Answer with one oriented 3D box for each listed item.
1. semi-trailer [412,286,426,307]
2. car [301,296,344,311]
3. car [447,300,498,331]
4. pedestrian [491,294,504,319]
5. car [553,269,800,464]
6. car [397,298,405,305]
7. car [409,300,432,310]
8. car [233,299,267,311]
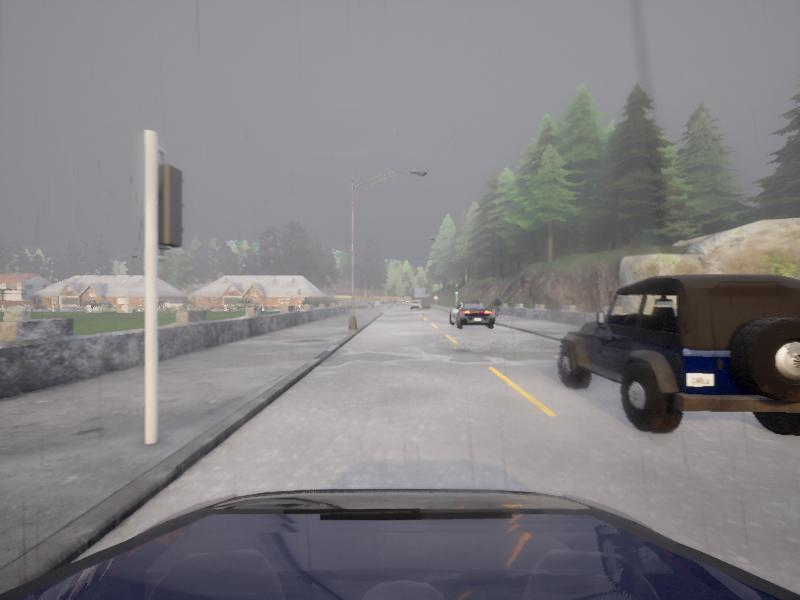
[{"bbox_3d":[4.242,-0.743,91.979,2.717,4.402,14.254,0,0,0],"label":"semi-trailer"},{"bbox_3d":[-10.612,0.495,55.110,5.566,2.045,2.150,0,0,0],"label":"car"},{"bbox_3d":[4.054,0.801,23.238,2.038,1.542,4.974,0,1,0],"label":"car"},{"bbox_3d":[7.514,0.491,30.922,0.751,1.860,0.751,0,0,-6],"label":"pedestrian"},{"bbox_3d":[3.827,0.637,5.777,1.905,1.878,3.866,0,0,3],"label":"car"},{"bbox_3d":[0.309,0.424,108.404,2.150,2.045,5.566,0,0,1],"label":"car"},{"bbox_3d":[3.220,0.745,62.046,2.007,1.525,4.514,0,0,26],"label":"car"},{"bbox_3d":[-20.640,0.714,55.152,3.988,1.617,1.851,0,0,0],"label":"car"}]
